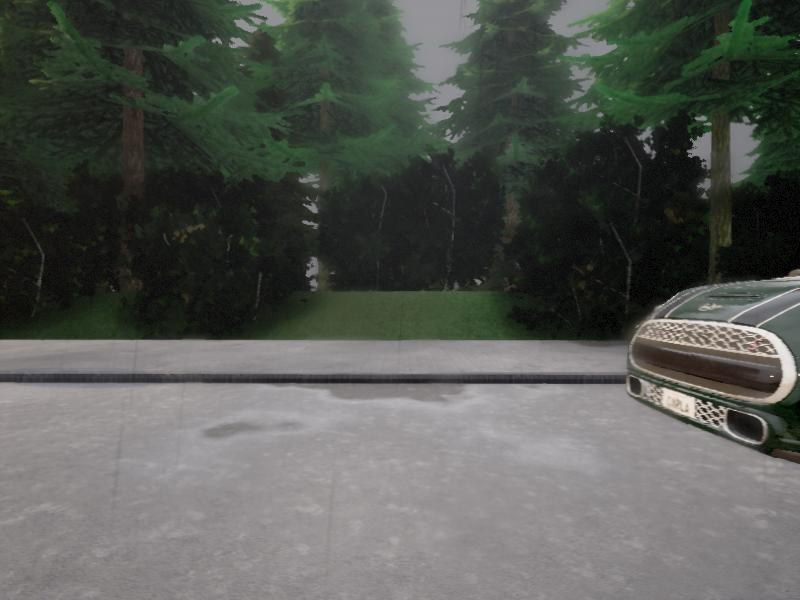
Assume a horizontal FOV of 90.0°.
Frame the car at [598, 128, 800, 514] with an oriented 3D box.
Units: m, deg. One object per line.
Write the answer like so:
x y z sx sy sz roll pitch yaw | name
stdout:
4.118 0.097 2.678 4.553 1.767 2.097 0 0 0 | car
